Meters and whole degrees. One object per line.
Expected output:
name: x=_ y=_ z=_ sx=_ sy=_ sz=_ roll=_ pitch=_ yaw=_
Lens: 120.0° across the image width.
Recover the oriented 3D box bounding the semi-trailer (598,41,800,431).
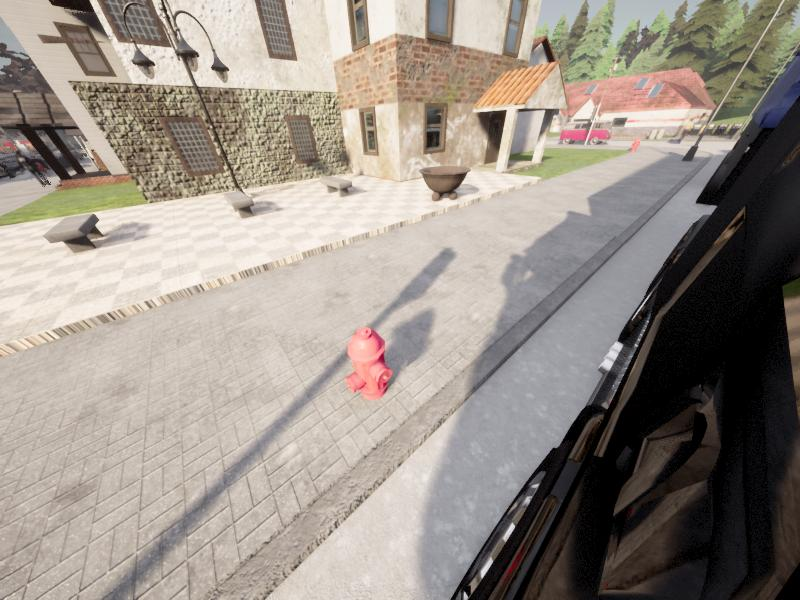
semi-trailer: x=8.682 y=-3.617 z=4.242 sx=14.254 sy=4.402 sz=2.717 roll=-28 pitch=44 yaw=-30

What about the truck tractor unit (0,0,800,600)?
truck tractor unit: x=2.645 y=-0.295 z=0.351 sx=6.516 sy=4.208 sz=3.053 roll=-28 pitch=44 yaw=-30

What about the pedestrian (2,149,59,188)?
pedestrian: x=-21.091 y=-7.535 z=13.261 sx=0.751 sy=1.860 sz=0.751 roll=-27 pitch=43 yaw=-29

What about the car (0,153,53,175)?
car: x=-37.289 y=-13.587 z=22.988 sx=1.994 sy=1.385 sz=4.181 roll=-28 pitch=44 yaw=-30

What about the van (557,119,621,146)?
van: x=19.198 y=-17.168 z=23.724 sx=1.775 sy=1.987 sz=4.442 roll=-28 pitch=43 yaw=-30

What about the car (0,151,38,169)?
car: x=-47.973 y=-17.296 z=28.519 sx=2.163 sy=1.488 sz=4.792 roll=-28 pitch=43 yaw=-29

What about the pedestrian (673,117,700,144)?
pedestrian: x=25.613 y=-15.144 z=20.682 sx=0.751 sy=1.860 sz=0.751 roll=-31 pitch=45 yaw=-32

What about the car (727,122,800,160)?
car: x=21.443 y=-9.336 z=13.479 sx=1.789 sy=1.549 sz=3.705 roll=25 pitch=45 yaw=32

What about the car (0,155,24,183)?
car: x=-31.703 y=-9.770 z=17.404 sx=2.038 sy=1.542 sz=4.974 roll=-28 pitch=43 yaw=-30

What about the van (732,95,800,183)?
van: x=16.591 y=-6.757 z=9.524 sx=5.915 sy=2.561 sz=1.988 roll=-26 pitch=43 yaw=-28

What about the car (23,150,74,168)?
car: x=-42.313 y=-17.085 z=27.956 sx=2.033 sy=1.411 sz=5.357 roll=-28 pitch=44 yaw=-30
